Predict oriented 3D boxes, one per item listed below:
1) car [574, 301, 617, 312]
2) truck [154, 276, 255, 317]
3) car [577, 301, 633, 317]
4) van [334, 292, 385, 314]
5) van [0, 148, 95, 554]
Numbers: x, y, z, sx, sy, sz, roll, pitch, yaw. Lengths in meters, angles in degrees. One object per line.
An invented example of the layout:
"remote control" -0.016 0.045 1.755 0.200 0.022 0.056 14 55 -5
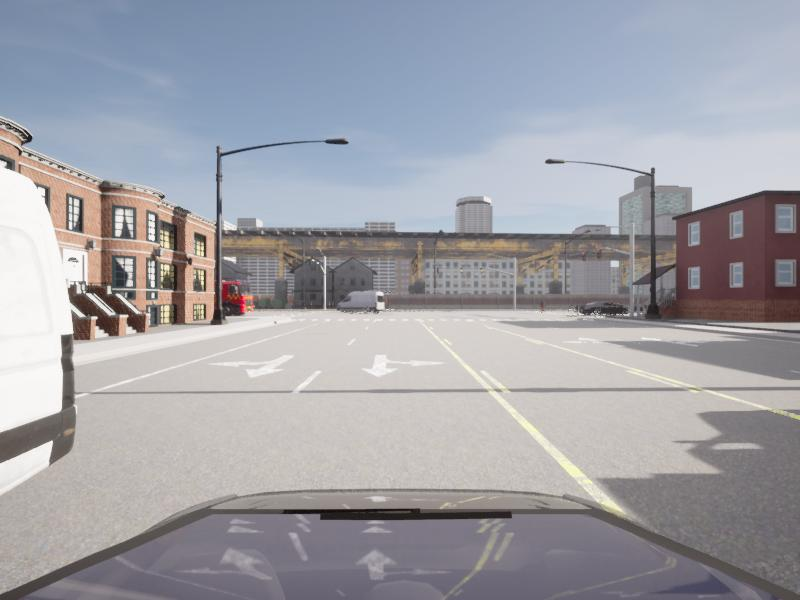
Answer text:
"car" 26.137 0.844 53.509 4.892 1.490 1.837 0 0 0
"truck" -19.040 -0.321 39.318 8.468 3.827 2.891 0 0 0
"car" 20.118 0.870 39.389 4.674 1.442 1.812 0 0 -5
"van" -4.881 0.322 48.249 5.915 2.561 1.988 0 -1 26
"van" -3.510 0.322 0.351 1.988 2.561 5.915 0 0 0
